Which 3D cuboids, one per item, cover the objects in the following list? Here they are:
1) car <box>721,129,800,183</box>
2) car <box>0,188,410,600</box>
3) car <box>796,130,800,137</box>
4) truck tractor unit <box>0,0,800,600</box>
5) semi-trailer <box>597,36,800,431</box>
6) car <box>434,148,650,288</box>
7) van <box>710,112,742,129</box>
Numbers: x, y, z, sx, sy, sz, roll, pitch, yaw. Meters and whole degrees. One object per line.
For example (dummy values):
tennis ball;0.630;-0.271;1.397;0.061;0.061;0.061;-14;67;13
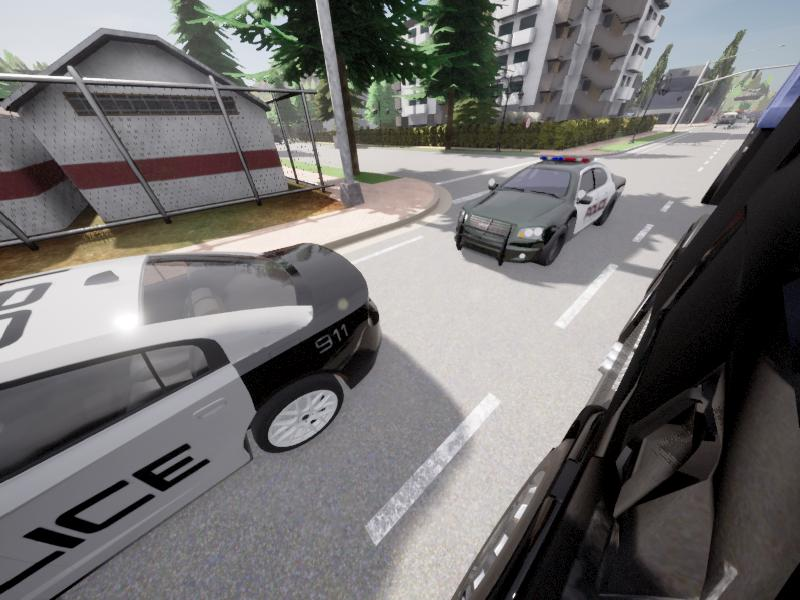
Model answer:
car;15.514;-6.061;9.549;3.806;1.475;1.970;-28;43;-30
car;-2.545;0.792;1.375;5.238;1.638;1.930;-28;44;-30
car;39.552;-16.265;21.563;5.366;1.575;1.801;-28;44;-30
truck tractor unit;2.645;-0.295;0.351;6.516;4.208;3.053;-28;44;-30
semi-trailer;8.730;-3.585;4.194;14.254;4.402;2.717;-28;43;-29
car;3.274;-2.280;5.205;4.974;1.542;2.038;-28;44;-30
van;52.834;-29.061;37.440;4.480;2.038;2.069;-28;44;-30
